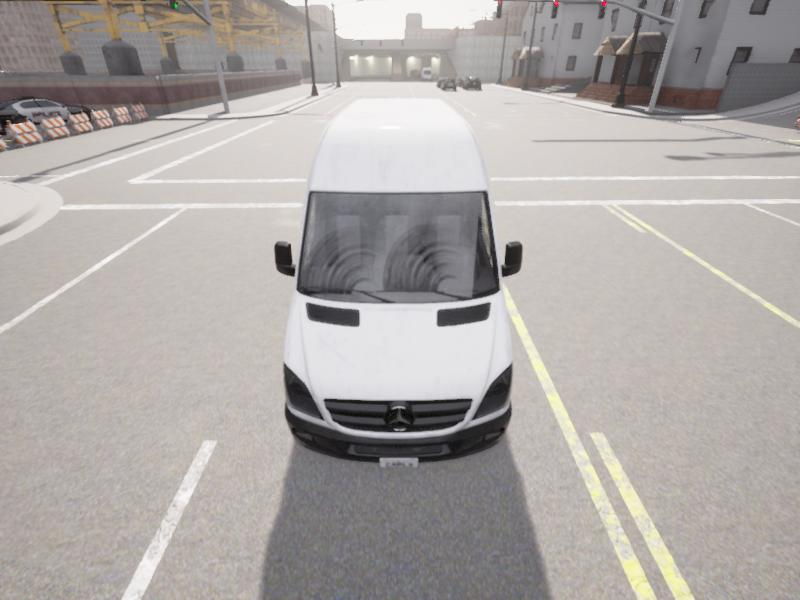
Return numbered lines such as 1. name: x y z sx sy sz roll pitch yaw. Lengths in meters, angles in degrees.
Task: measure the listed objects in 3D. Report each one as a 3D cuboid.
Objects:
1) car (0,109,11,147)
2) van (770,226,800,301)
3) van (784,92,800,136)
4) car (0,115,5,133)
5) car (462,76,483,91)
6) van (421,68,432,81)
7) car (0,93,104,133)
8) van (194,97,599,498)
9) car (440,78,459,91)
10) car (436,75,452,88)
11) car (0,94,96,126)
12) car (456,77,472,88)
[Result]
1. car: -19.474 -7.992 18.073 2.038 1.542 4.974 -21 36 -31
2. van: 6.989 -0.018 3.992 2.069 2.038 4.480 0 30 0
3. van: 22.896 -9.758 20.315 4.442 1.987 1.775 -8 30 3
4. car: -19.505 -8.149 18.029 1.853 1.218 4.536 -21 36 -31
5. car: 10.419 -31.291 57.733 2.242 1.667 4.611 0 30 0
6. van: 5.960 -50.978 90.439 1.988 2.561 5.915 -1 30 -1
7. car: -20.269 -10.705 22.703 2.038 1.542 4.974 15 34 24
8. van: -0.018 -0.987 5.159 1.988 2.561 5.915 0 30 0
9. car: 6.924 -30.413 56.380 2.007 1.525 4.514 0 30 0
10. car: 6.916 -34.796 63.749 1.930 1.638 5.238 0 30 0
11. car: -20.294 -10.817 22.584 1.853 1.218 4.536 15 34 24
12. car: 10.470 -35.681 65.449 1.812 1.442 4.674 0 30 0
